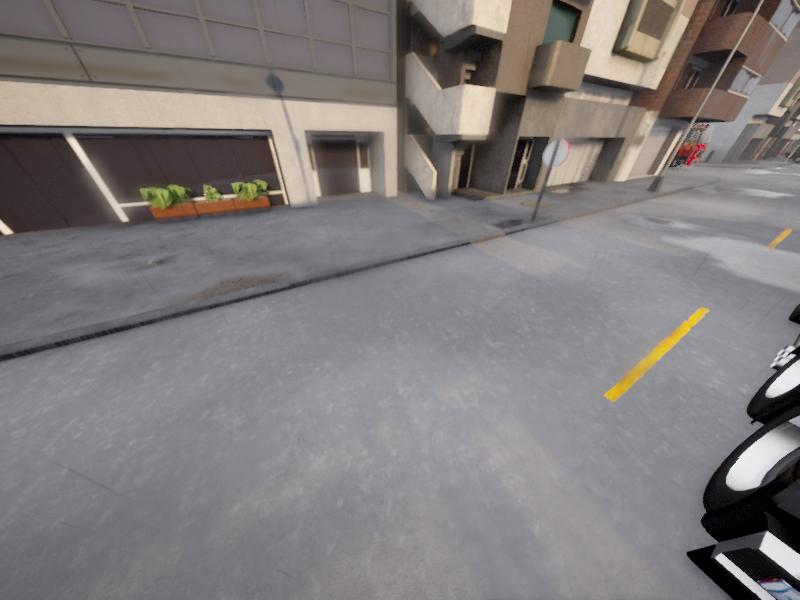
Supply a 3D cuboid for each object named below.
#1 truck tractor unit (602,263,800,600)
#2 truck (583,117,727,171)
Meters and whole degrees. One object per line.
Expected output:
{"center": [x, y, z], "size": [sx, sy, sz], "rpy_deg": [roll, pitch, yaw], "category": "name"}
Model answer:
{"center": [5.112, -0.298, 0.794], "size": [6.516, 4.208, 3.053], "rpy_deg": [-18, 39, -24], "category": "truck tractor unit"}
{"center": [24.594, -15.605, 23.192], "size": [2.891, 3.827, 8.468], "rpy_deg": [-20, 40, -26], "category": "truck"}
